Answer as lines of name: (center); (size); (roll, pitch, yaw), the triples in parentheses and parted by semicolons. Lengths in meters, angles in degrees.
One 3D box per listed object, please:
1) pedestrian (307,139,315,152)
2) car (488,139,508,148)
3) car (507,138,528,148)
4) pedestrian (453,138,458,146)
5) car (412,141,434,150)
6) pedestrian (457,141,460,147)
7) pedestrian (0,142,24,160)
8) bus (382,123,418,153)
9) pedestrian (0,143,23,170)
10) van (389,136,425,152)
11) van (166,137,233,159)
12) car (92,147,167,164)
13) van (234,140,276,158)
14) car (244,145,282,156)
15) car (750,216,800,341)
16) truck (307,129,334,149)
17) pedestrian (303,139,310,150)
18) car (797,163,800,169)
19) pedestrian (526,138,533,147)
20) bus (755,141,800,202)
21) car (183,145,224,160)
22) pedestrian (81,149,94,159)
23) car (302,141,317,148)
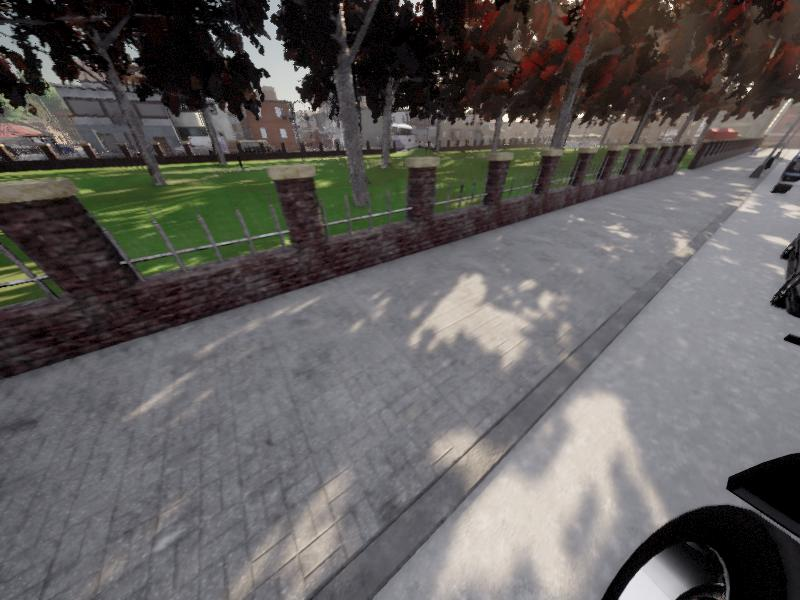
pedestrian: (-16.147, -28.052, 41.949); (0.751, 1.860, 0.751); (24, 42, 30)
car: (24.716, -39.495, 58.169); (4.605, 1.855, 1.932); (-22, 41, -28)
car: (31.639, -42.277, 62.083); (5.566, 2.045, 2.150); (-22, 41, -28)
pedestrian: (14.821, -42.033, 61.530); (0.751, 1.860, 0.751); (29, 45, 35)
car: (5.145, -34.230, 51.132); (4.674, 1.442, 1.812); (-22, 41, -28)
pedestrian: (15.351, -41.080, 60.835); (0.500, 1.100, 0.500); (-20, 40, -26)
pedestrian: (-48.577, -18.537, 28.761); (0.751, 1.860, 0.751); (-16, 38, -21)
bus: (-0.388, -34.095, 48.368); (3.944, 4.253, 10.273); (-6, 38, -20)
pedestrian: (-33.587, -12.148, 19.564); (0.751, 1.860, 0.751); (-22, 40, -27)
van: (1.342, -29.869, 44.137); (6.366, 2.431, 2.351); (-15, 38, -20)
van: (-27.640, -21.300, 32.216); (6.366, 2.431, 2.351); (-22, 41, -28)
car: (-30.958, -16.783, 26.738); (5.357, 1.411, 2.033); (-21, 40, -27)
van: (-20.201, -21.174, 32.361); (4.442, 1.987, 1.775); (-24, 41, -29)
car: (-21.162, -23.217, 35.864); (4.718, 1.301, 1.895); (-20, 40, -25)
car: (7.903, -0.645, 3.549); (5.357, 1.411, 2.033); (-22, 41, -28)
truck: (-19.210, -38.599, 55.460); (2.891, 3.827, 8.468); (-22, 40, -28)
pedestrian: (-20.136, -33.449, 49.631); (0.751, 1.860, 0.751); (24, 42, 31)
car: (33.788, -11.396, 18.152); (3.866, 1.878, 1.905); (-22, 40, -28)
pedestrian: (31.814, -38.789, 56.795); (0.751, 1.860, 0.751); (-23, 41, -28)
bus: (21.242, -7.164, 10.201); (10.273, 4.253, 3.944); (-22, 41, -28)
car: (-25.167, -19.022, 29.746); (3.633, 1.501, 1.845); (-23, 41, -29)
pedestrian: (-40.184, -18.821, 29.717); (0.500, 1.100, 0.500); (-21, 40, -26)
car: (-24.472, -41.980, 62.297); (2.128, 1.511, 4.902); (-22, 41, -28)
